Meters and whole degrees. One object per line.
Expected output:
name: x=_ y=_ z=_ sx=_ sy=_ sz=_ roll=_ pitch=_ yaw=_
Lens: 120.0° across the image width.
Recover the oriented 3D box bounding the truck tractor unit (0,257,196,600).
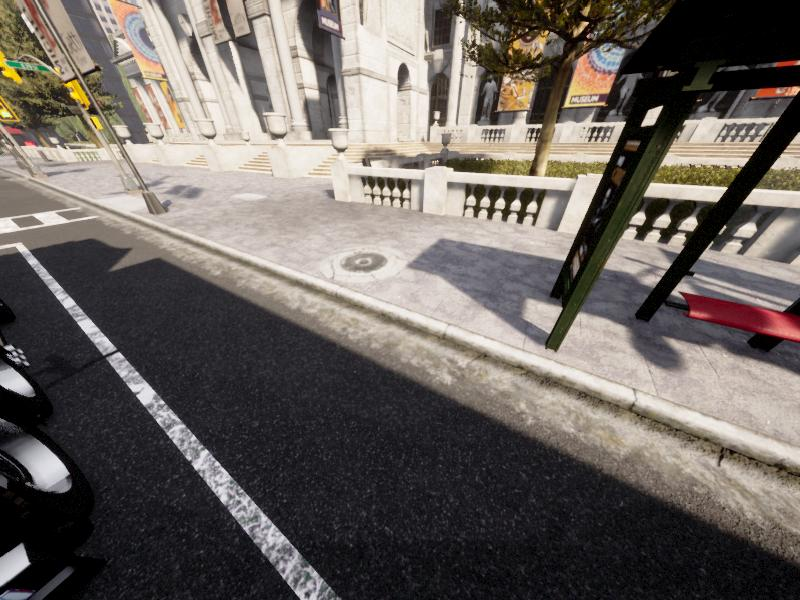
truck tractor unit: x=-5.098 y=-0.314 z=0.795 sx=6.516 sy=4.208 sz=3.053 roll=19 pitch=39 yaw=25
